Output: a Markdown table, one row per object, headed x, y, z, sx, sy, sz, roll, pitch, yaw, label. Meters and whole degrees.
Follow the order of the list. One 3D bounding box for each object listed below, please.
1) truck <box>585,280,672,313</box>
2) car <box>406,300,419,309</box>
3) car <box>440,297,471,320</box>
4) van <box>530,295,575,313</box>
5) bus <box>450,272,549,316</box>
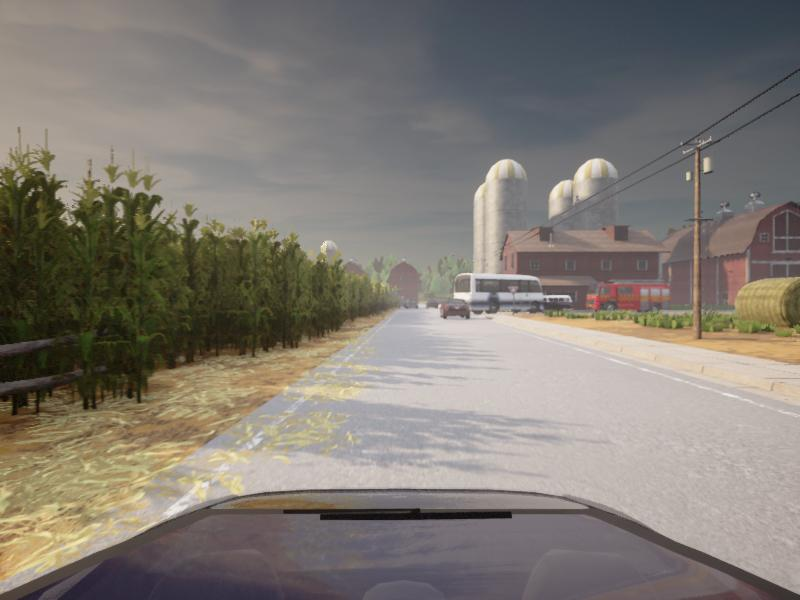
| x | y | z | sx | sy | sz | roll | pitch | yaw | label |
| --- | --- | --- | --- | --- | --- | --- | --- | --- | --- |
| 26.505 | -0.402 | 46.662 | 8.468 | 3.827 | 2.891 | 0 | 0 | 1 | truck |
| 2.047 | 0.739 | 67.624 | 2.038 | 1.542 | 4.974 | 0 | 0 | 0 | car |
| 4.534 | 0.651 | 33.430 | 2.097 | 1.767 | 4.553 | 0 | 0 | 2 | car |
| 17.759 | 0.487 | 46.794 | 4.480 | 2.038 | 2.069 | 0 | 0 | 1 | van |
| 10.795 | -0.610 | 43.213 | 10.273 | 4.253 | 3.944 | 0 | 0 | -27 | bus |
